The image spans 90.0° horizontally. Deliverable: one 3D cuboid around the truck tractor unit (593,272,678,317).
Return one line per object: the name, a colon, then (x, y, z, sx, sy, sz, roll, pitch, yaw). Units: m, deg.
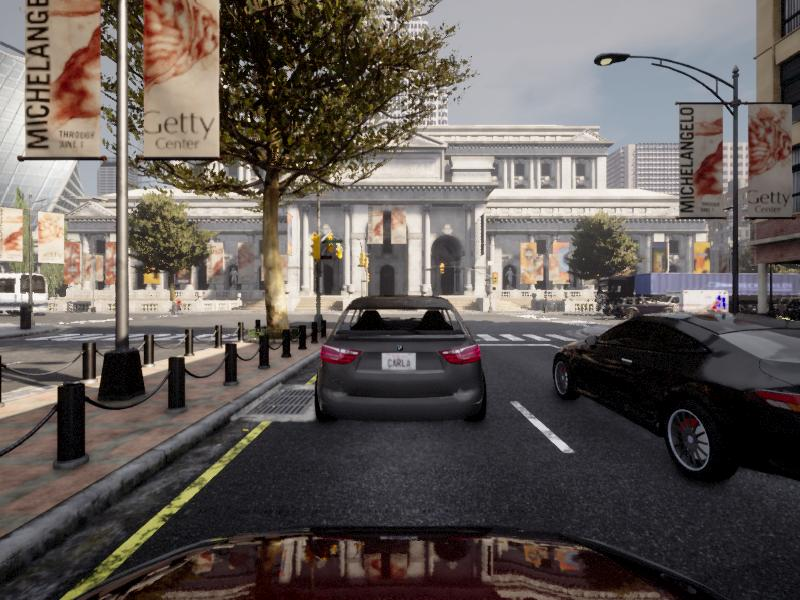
truck tractor unit: (22.854, -0.522, 39.125, 6.516, 4.208, 3.053, 0, 0, 0)

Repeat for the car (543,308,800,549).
car: (3.472, 0.870, 4.859, 1.812, 1.442, 4.674, 0, 0, 0)

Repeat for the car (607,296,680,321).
car: (19.474, 0.650, 32.157, 4.605, 1.855, 1.932, 0, 0, 2)

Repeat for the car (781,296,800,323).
car: (30.430, 0.653, 28.563, 4.605, 1.855, 1.932, 0, 0, 0)

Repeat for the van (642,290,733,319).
van: (25.432, 0.378, 35.603, 6.366, 2.431, 2.351, 0, 0, 0)

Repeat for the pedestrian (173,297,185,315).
pedestrian: (-22.988, 0.637, 41.611, 0.751, 1.860, 0.751, 0, 0, -2)

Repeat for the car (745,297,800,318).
car: (33.812, 0.652, 35.536, 4.605, 1.855, 1.932, 0, 0, 0)

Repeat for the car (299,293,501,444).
car: (0.019, 0.756, 6.742, 2.242, 1.667, 4.611, 0, 0, 0)

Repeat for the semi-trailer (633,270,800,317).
semi-trailer: (30.764, -0.618, 39.160, 14.254, 4.402, 2.717, 0, 0, 0)

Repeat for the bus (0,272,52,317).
bus: (-41.167, -0.533, 39.438, 10.273, 4.253, 3.944, 0, 0, 0)
